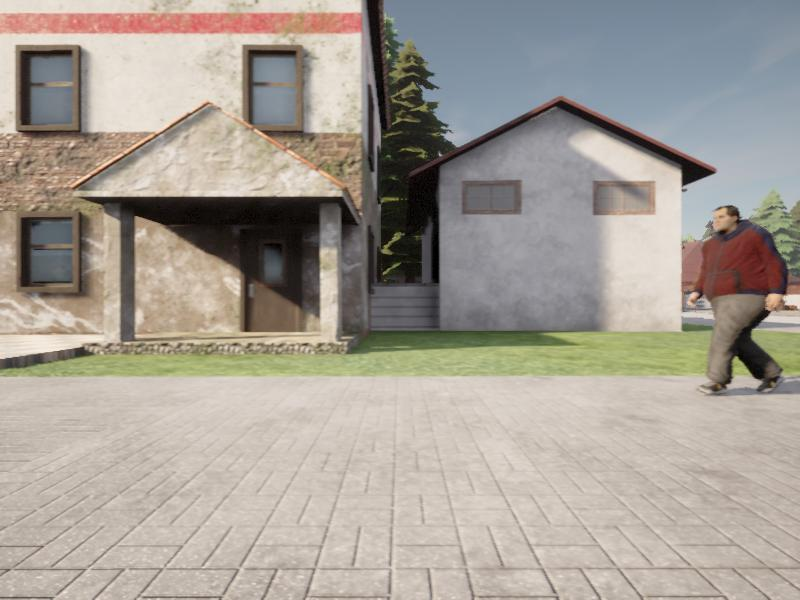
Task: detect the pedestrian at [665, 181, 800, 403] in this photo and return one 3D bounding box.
[{"bbox_3d":[3.088,-0.070,3.723,0.751,1.860,0.751,0,0,0],"label":"pedestrian"}]
